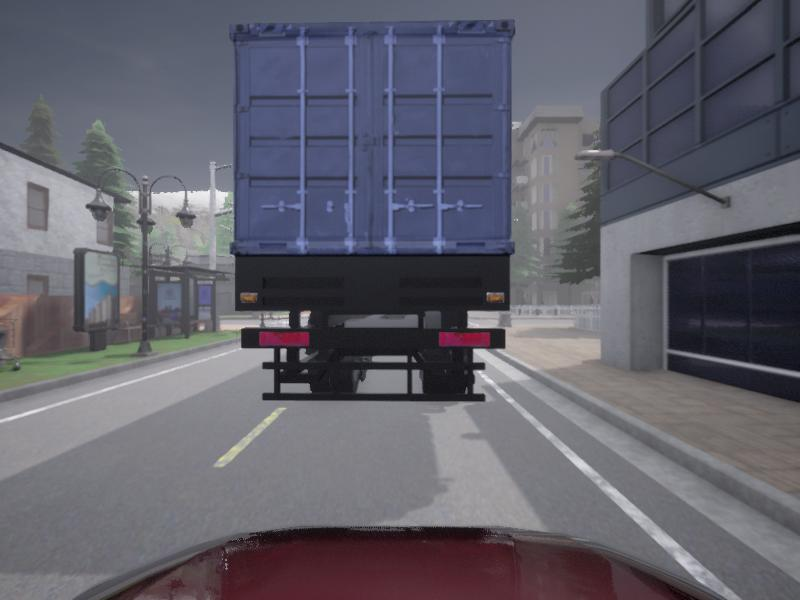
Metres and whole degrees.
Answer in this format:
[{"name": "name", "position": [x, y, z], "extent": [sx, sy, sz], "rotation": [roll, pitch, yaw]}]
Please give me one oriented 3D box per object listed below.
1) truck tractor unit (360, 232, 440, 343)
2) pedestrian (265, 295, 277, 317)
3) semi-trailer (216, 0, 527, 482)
[{"name": "truck tractor unit", "position": [0.089, -0.498, 18.535], "extent": [3.053, 4.208, 6.516], "rotation": [0, 0, 2]}, {"name": "pedestrian", "position": [-10.753, 0.508, 33.360], "extent": [0.751, 1.860, 0.751], "rotation": [0, 0, 7]}, {"name": "semi-trailer", "position": [-0.102, -0.603, 10.626], "extent": [2.717, 4.402, 14.254], "rotation": [0, 0, 1]}]
